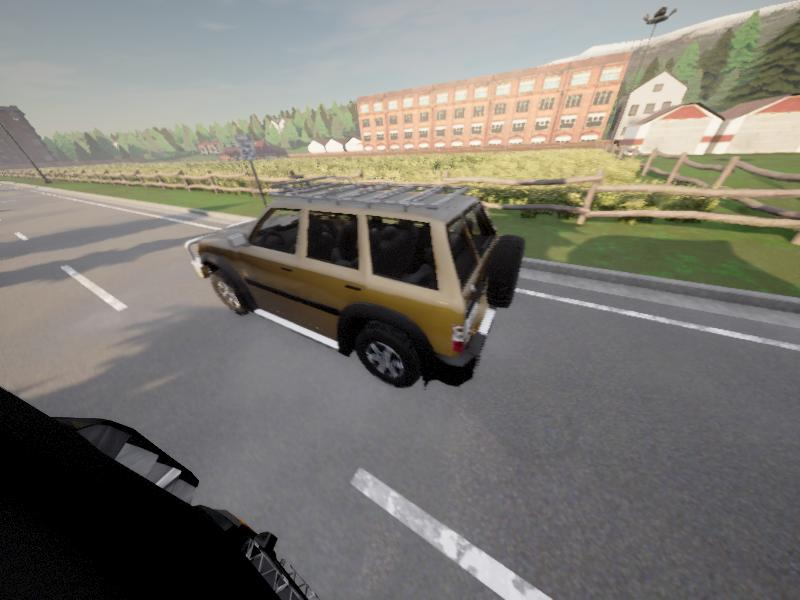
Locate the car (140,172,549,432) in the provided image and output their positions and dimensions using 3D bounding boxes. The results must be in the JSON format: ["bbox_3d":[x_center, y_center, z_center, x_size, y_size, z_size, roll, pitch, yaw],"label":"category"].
[{"bbox_3d":[-0.879,-0.627,3.233,4.605,1.855,1.932,15,38,25],"label":"car"}]
